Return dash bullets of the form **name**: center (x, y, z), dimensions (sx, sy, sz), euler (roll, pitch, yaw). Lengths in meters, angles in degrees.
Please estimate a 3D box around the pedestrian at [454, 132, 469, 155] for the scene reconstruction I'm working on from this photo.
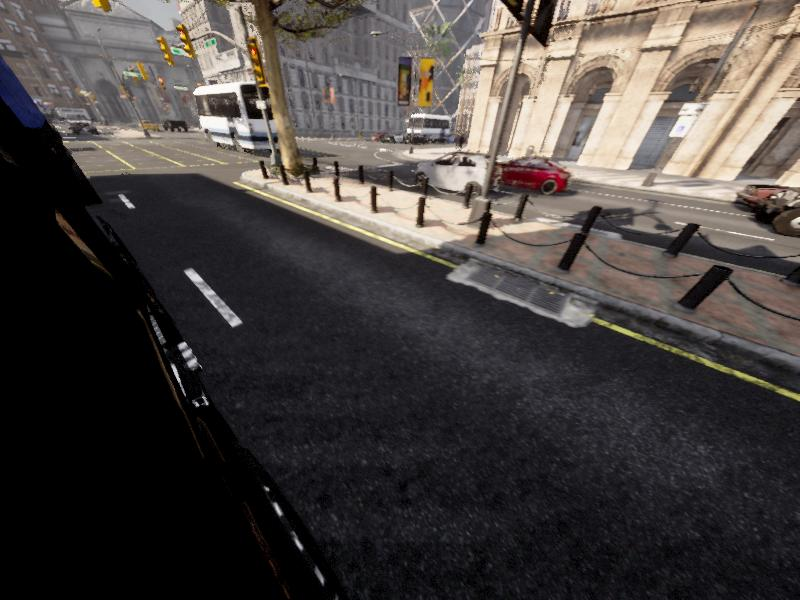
- **pedestrian**: center (6.069, -15.488, 22.930), dimensions (0.751, 1.860, 0.751), euler (-15, 40, -22)

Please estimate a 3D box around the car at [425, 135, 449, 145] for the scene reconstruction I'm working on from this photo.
- **car**: center (6.688, -28.518, 41.174), dimensions (1.895, 1.301, 4.718), euler (28, 44, 30)

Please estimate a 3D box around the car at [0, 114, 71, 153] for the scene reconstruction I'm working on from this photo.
- **car**: center (-24.712, -10.328, 14.289), dimensions (1.932, 1.855, 4.605), euler (28, 44, 30)

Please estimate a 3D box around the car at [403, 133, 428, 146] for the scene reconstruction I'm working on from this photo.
- **car**: center (2.522, -25.735, 37.027), dimensions (1.816, 1.474, 4.193), euler (28, 43, 30)

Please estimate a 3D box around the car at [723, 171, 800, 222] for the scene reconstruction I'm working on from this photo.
- **car**: center (15.831, -3.495, 8.277), dimensions (4.718, 1.301, 1.895), euler (28, 43, 30)

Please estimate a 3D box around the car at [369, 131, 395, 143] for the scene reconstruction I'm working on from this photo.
- **car**: center (-3.042, -28.428, 40.292), dimensions (1.812, 1.442, 4.674), euler (28, 43, 30)

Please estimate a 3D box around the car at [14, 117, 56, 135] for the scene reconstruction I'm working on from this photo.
- **car**: center (-41.731, -19.982, 26.500), dimensions (5.357, 1.411, 2.033), euler (28, 44, 30)

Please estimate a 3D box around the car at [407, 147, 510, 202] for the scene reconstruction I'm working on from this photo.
- **car**: center (2.355, -5.510, 9.904), dimensions (3.633, 1.501, 1.845), euler (28, 44, 30)

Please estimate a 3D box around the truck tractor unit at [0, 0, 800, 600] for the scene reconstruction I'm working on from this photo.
- **truck tractor unit**: center (-2.645, -0.295, 0.351), dimensions (6.516, 4.208, 3.053), euler (28, 44, 30)

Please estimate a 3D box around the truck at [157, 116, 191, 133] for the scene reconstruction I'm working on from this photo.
- **truck**: center (-39.983, -31.055, 40.843), dimensions (6.274, 2.098, 2.390), euler (28, 44, 30)

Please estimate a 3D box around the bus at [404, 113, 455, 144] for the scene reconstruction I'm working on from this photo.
- **bus**: center (5.634, -32.101, 43.429), dimensions (3.944, 4.253, 10.273), euler (28, 44, 30)

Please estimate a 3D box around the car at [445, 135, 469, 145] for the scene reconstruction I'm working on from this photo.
- **car**: center (11.290, -31.679, 45.623), dimensions (2.033, 1.411, 5.357), euler (28, 44, 30)

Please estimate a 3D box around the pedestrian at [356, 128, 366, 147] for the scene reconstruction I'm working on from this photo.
- **pedestrian**: center (-4.898, -20.475, 29.140), dimensions (0.751, 1.860, 0.751), euler (28, 43, 30)

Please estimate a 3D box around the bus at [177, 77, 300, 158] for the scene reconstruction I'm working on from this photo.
- **bus**: center (-13.479, -14.971, 19.258), dimensions (10.273, 4.253, 3.944), euler (28, 44, 30)

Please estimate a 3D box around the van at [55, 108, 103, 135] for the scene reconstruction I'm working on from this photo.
- **van**: center (-39.818, -22.119, 28.620), dimensions (6.366, 2.431, 2.351), euler (28, 44, 30)

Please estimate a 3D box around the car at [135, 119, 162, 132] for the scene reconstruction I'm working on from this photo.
- **car**: center (-42.319, -29.355, 38.849), dimensions (5.366, 1.575, 1.801), euler (28, 44, 30)

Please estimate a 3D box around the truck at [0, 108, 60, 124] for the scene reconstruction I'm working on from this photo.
- **truck**: center (-74.209, -36.730, 46.194), dimensions (6.274, 2.098, 2.390), euler (-21, 43, -28)

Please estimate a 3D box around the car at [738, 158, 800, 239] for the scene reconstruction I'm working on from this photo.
- **car**: center (13.301, -2.547, 6.354), dimensions (3.866, 1.878, 1.905), euler (28, 44, 30)

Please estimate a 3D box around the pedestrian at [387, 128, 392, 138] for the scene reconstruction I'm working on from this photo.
- **pedestrian**: center (-2.313, -37.926, 52.408), dimensions (0.751, 1.860, 0.751), euler (-25, 45, -32)

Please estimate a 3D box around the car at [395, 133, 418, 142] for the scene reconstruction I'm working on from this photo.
- **car**: center (1.324, -31.385, 44.660), dimensions (1.895, 1.301, 4.718), euler (28, 44, 30)

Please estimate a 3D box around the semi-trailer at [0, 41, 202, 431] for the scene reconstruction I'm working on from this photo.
- **semi-trailer**: center (-8.702, -3.605, 4.222), dimensions (14.254, 4.402, 2.717), euler (28, 44, 30)

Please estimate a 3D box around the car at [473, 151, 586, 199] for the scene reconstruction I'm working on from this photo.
- **car**: center (6.068, -6.190, 11.193), dimensions (4.181, 1.385, 1.994), euler (28, 44, 30)

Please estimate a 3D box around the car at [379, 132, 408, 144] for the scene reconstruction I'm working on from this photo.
- **car**: center (-1.037, -26.570, 37.864), dimensions (2.038, 1.542, 4.974), euler (28, 43, 29)
